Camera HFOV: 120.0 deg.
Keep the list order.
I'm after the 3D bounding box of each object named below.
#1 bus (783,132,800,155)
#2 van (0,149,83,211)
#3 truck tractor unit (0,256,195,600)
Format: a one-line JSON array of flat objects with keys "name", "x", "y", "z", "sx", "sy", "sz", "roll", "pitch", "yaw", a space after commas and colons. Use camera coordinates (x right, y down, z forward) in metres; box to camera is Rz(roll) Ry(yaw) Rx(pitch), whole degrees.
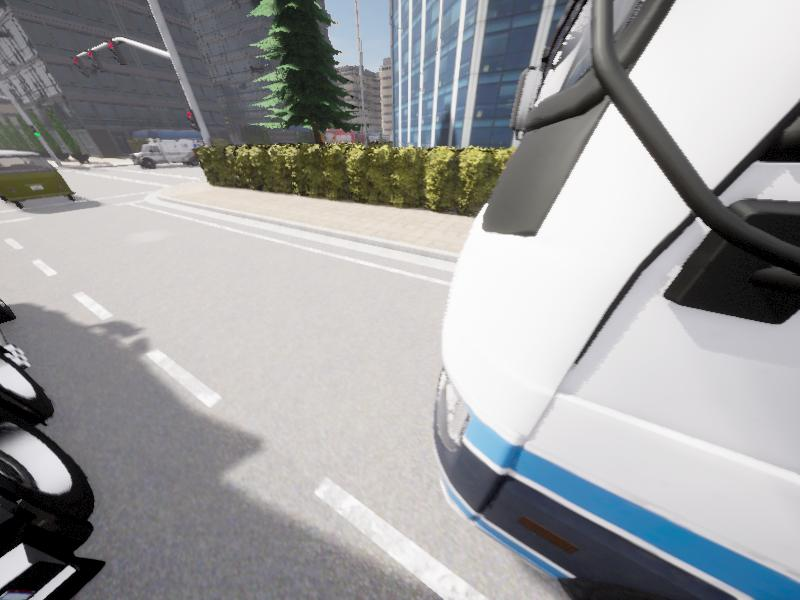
[{"name": "bus", "x": 61.265, "y": -22.316, "z": 31.728, "sx": 3.944, "sy": 4.253, "sz": 10.273, "roll": 17, "pitch": 38, "yaw": 23}, {"name": "van", "x": -16.775, "y": -5.400, "z": 10.158, "sx": 4.442, "sy": 1.987, "sz": 1.775, "roll": 17, "pitch": 38, "yaw": 23}, {"name": "truck tractor unit", "x": -5.096, "y": -0.315, "z": 0.798, "sx": 6.516, "sy": 4.208, "sz": 3.053, "roll": 19, "pitch": 39, "yaw": 25}]
